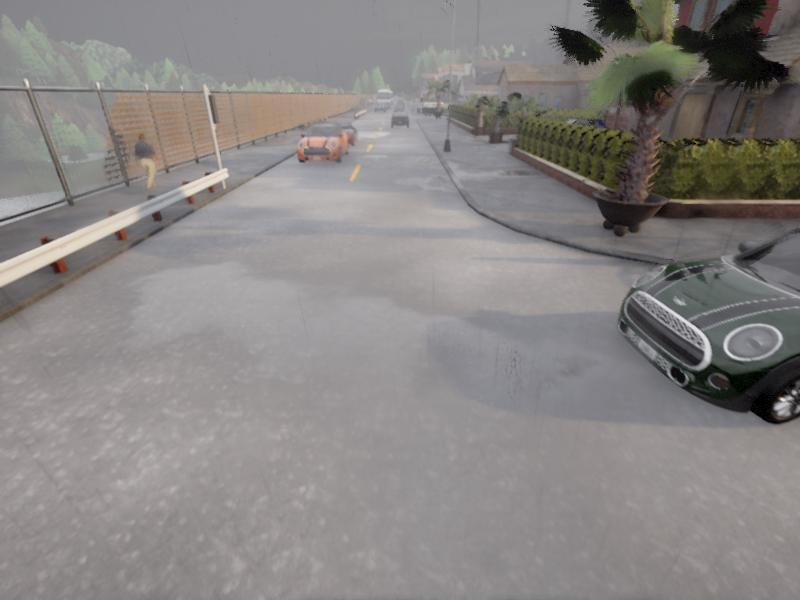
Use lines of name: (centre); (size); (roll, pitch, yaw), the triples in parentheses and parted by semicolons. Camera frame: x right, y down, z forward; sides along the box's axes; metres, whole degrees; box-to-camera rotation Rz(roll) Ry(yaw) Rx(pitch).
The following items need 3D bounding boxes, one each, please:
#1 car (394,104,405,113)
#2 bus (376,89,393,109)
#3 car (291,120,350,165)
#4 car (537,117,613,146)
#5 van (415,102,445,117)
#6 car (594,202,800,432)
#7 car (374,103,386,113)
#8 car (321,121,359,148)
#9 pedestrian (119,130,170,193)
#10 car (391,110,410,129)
car: (-0.077, -38.086, 79.477); (2.033, 1.411, 5.357); (1, 27, 1)
bus: (-3.837, -51.192, 101.910); (3.944, 4.253, 10.273); (0, 27, 0)
car: (-3.959, -8.313, 20.902); (2.097, 1.767, 4.553); (0, 27, 0)
car: (10.569, -10.284, 24.401); (3.633, 1.501, 1.845); (-1, 27, -3)
van: (4.863, -30.572, 64.112); (4.480, 2.038, 2.069); (5, 28, 10)
car: (5.221, -0.017, 4.730); (4.553, 1.767, 2.097); (-2, 27, -4)
car: (-3.954, -38.246, 79.529); (2.152, 1.651, 5.027); (1, 27, 1)
car: (-3.995, -11.468, 27.529); (1.994, 1.385, 4.181); (0, 27, 0)
pedestrian: (-8.382, -4.562, 13.213); (0.751, 1.860, 0.751); (-3, 27, -5)
car: (0.014, -18.986, 42.032); (1.882, 1.535, 5.008); (0, 27, 0)
